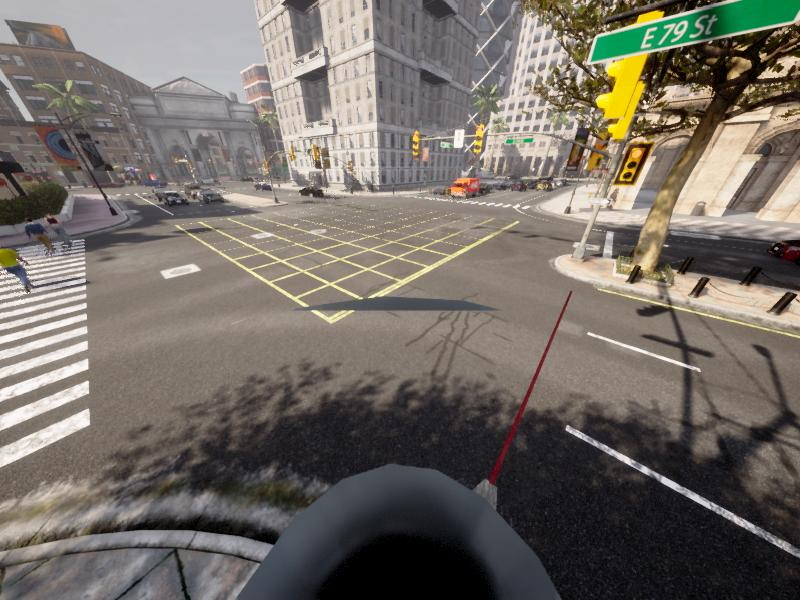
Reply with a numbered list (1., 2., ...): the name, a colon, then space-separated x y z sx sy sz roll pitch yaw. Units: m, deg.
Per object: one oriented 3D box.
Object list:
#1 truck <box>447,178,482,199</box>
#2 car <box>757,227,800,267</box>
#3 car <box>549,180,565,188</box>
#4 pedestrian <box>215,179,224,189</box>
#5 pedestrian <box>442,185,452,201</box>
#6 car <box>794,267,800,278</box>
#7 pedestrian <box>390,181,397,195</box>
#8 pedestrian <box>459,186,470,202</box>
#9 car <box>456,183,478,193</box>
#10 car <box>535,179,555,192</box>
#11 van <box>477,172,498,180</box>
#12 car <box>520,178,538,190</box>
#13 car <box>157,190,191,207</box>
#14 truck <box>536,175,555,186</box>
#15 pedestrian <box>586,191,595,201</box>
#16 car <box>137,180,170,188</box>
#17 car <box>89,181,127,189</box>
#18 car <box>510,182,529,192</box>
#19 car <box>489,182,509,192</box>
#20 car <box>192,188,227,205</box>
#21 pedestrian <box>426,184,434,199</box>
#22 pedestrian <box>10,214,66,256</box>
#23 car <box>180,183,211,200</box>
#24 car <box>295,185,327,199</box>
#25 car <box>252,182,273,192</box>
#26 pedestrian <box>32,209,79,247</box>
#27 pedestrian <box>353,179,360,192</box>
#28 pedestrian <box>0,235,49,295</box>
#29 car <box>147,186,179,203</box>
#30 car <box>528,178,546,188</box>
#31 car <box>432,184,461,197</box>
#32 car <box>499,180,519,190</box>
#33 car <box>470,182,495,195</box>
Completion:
1. truck: 9.671 -16.725 34.505 2.627 2.467 5.204 23 37 34
2. car: 20.099 -2.053 10.194 4.181 1.385 1.994 23 37 34
3. car: 34.935 -25.758 51.324 1.895 1.301 4.718 23 37 34
4. pedestrian: -36.567 -23.538 46.866 0.751 1.860 0.751 24 38 35
5. pedestrian: 6.272 -14.267 30.809 0.751 1.860 0.751 26 39 37
6. car: 18.275 -0.610 7.532 4.974 1.542 2.038 23 37 34
7. pedestrian: -1.030 -17.811 36.641 0.751 1.860 0.751 21 36 32
8. pedestrian: 8.290 -13.597 29.648 0.751 1.860 0.751 -20 36 -31
9. car: 12.351 -20.572 42.266 1.994 1.385 4.181 23 38 35
10. car: 27.177 -21.452 43.283 1.932 1.855 4.605 23 37 34
11. van: 31.099 -44.452 82.562 6.366 2.431 2.351 23 37 34
12. car: 26.168 -23.563 46.927 1.905 1.878 3.866 23 37 34
13. car: -26.955 -12.141 27.558 3.806 1.475 1.970 23 37 34
14. truck: 35.861 -29.371 56.779 2.390 2.098 6.274 23 37 34
15. pedestrian: 24.763 -13.569 30.055 0.500 1.100 0.500 23 37 34
16. car: -54.952 -26.005 51.604 4.674 1.442 1.812 -7 31 -11
17. car: -61.376 -24.230 48.677 4.718 1.301 1.895 -22 37 -33
18. car: 22.317 -21.118 43.108 1.816 1.474 4.193 23 37 34
19. car: 19.019 -21.834 44.455 1.994 1.385 4.181 23 37 34
20. car: -24.565 -13.443 29.759 4.974 1.542 2.038 23 37 34
21. pedestrian: 4.207 -15.311 32.615 0.751 1.860 0.751 21 36 31
22. pedestrian: -18.542 -3.353 11.904 0.751 1.860 0.751 25 38 36
23. car: -29.341 -15.610 33.164 4.605 1.855 1.932 23 37 34
24. car: -13.406 -16.288 34.721 4.892 1.490 1.837 21 36 32
25. car: -26.227 -21.647 44.022 3.806 1.475 1.970 23 37 34
26. pedestrian: -19.637 -4.116 13.226 0.751 1.860 0.751 22 37 33
27. pedestrian: -7.693 -20.298 40.949 0.751 1.860 0.751 23 37 34
28. pedestrian: -13.934 -1.239 8.243 0.751 1.860 0.751 25 38 36
29. car: -32.069 -14.368 31.251 5.238 1.638 1.930 23 37 34
30. car: 30.554 -26.061 51.503 1.930 1.638 5.238 23 37 34
31. car: 7.618 -17.763 37.379 2.033 1.411 5.357 23 37 34
32. car: 22.817 -24.121 48.304 2.163 1.488 4.792 23 37 34
33. car: 14.079 -19.007 39.286 1.930 1.638 5.238 23 37 34
